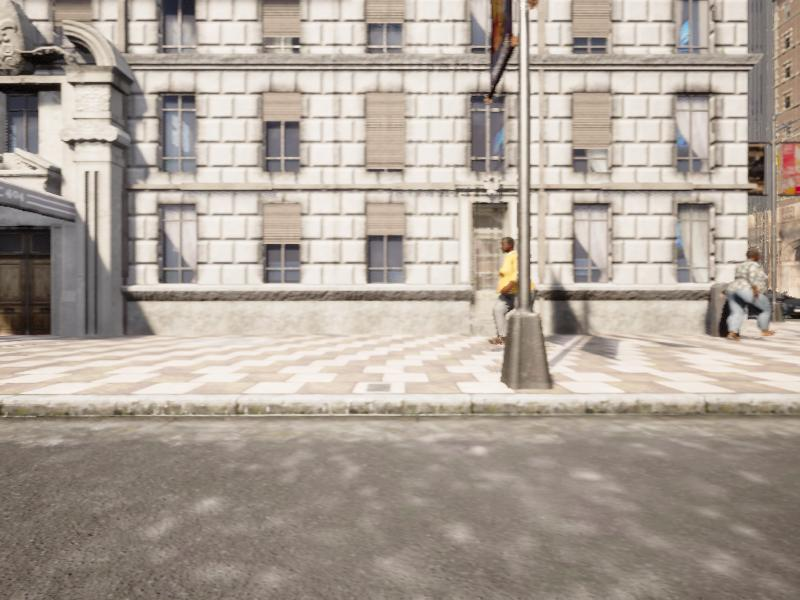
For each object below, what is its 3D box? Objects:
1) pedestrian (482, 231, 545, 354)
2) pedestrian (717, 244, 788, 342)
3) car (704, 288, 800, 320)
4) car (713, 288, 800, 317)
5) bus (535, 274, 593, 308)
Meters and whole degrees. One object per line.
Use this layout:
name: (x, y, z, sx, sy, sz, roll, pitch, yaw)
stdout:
pedestrian: (1.804, -0.118, 6.438, 0.751, 1.860, 0.751, 0, 0, -5)
pedestrian: (6.982, -0.127, 7.968, 0.751, 1.860, 0.751, 0, 0, 2)
car: (18.770, 0.195, 21.126, 2.007, 1.525, 4.514, 0, 0, 0)
car: (22.242, 0.131, 24.562, 1.930, 1.638, 5.238, 0, 0, 0)
bus: (22.410, -1.176, 55.594, 3.944, 4.253, 10.273, 0, 0, 0)
